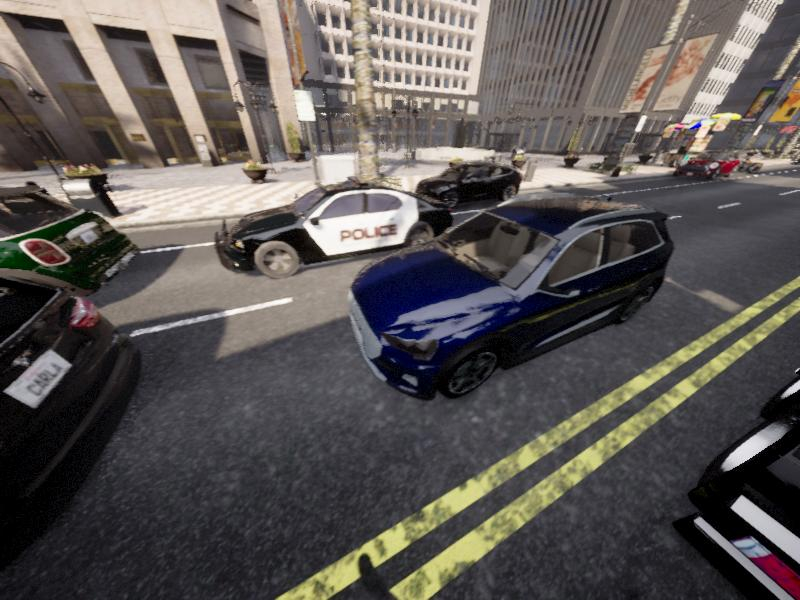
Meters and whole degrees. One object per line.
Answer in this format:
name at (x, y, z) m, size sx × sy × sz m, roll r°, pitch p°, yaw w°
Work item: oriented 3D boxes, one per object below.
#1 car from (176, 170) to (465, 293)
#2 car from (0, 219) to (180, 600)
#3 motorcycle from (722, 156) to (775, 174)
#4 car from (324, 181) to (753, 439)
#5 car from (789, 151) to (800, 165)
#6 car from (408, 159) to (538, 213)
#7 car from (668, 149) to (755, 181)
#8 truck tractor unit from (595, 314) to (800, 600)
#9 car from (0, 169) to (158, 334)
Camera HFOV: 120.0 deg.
car at (-1.305, -1.878, 5.286) m, size 4.974 × 1.542 × 2.038 m, roll -14°, pitch 38°, yaw -20°
car at (-4.493, 1.086, 0.905) m, size 4.611 × 1.667 × 2.242 m, roll -14°, pitch 38°, yaw -20°
motorcycle at (29.731, -11.556, 19.769) m, size 2.356 × 1.277 × 0.764 m, roll 3°, pitch 35°, yaw 4°
car at (1.731, -0.477, 3.255) m, size 4.856 × 1.649 × 2.033 m, roll -14°, pitch 38°, yaw -20°
car at (49.628, -16.976, 27.491) m, size 4.892 × 1.521 × 2.231 m, roll -15°, pitch 38°, yaw -20°
car at (2.970, -4.956, 9.771) m, size 4.792 × 1.488 × 2.163 m, roll -15°, pitch 38°, yaw -20°
car at (23.003, -10.125, 17.142) m, size 4.553 × 1.767 × 2.185 m, roll -15°, pitch 38°, yaw -20°
truck tractor unit at (5.193, -0.209, 0.662) m, size 6.516 × 4.208 × 3.053 m, roll -15°, pitch 38°, yaw -20°
car at (-7.013, -0.535, 3.064) m, size 4.553 × 1.767 × 2.097 m, roll -14°, pitch 38°, yaw -20°
